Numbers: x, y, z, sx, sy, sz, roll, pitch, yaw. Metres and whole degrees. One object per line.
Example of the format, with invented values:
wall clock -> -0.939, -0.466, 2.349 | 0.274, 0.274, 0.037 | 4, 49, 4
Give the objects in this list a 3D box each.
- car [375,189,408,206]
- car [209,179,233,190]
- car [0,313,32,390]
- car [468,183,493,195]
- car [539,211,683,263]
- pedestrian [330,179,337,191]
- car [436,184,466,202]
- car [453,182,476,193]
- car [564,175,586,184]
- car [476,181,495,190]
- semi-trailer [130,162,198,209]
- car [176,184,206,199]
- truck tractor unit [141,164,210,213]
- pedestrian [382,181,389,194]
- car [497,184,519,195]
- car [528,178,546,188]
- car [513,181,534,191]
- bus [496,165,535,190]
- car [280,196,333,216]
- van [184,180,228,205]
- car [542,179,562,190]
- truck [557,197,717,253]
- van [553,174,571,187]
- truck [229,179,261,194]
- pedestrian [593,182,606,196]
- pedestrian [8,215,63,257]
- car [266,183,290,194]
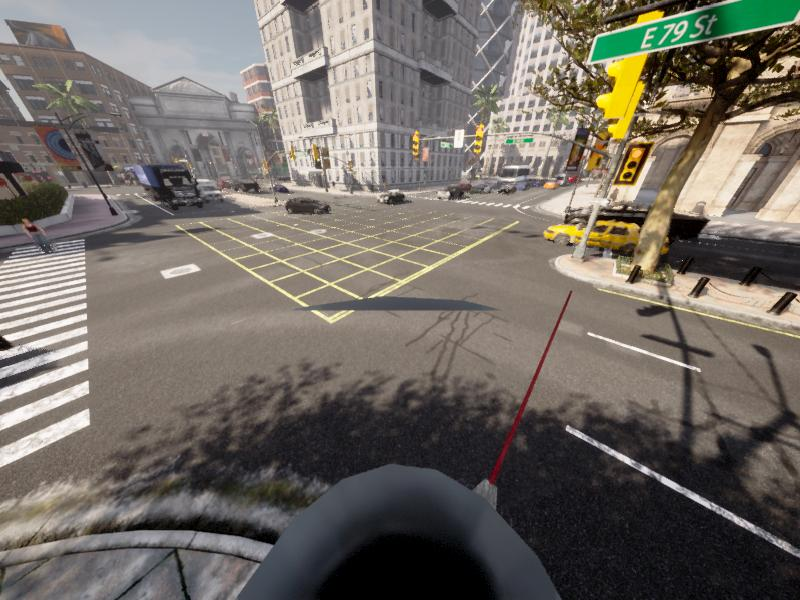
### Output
car -> -1.023, -12.615, 28.379 | 1.970, 1.475, 3.806 | 23, 37, 34
car -> -37.026, -23.845, 47.685 | 5.027, 1.651, 2.152 | 21, 36, 32
car -> -10.809, 1.690, 3.436 | 5.238, 1.638, 1.930 | -25, 38, -36
car -> 13.632, -18.692, 38.854 | 2.038, 1.542, 4.974 | 23, 37, 34
car -> 11.091, -3.647, 12.740 | 5.366, 1.575, 1.801 | 23, 37, 34
pedestrian -> -11.970, -20.749, 41.731 | 0.751, 1.860, 0.751 | -17, 34, -27
car -> 7.096, -14.929, 31.982 | 1.932, 1.855, 4.605 | 23, 37, 34
car -> 11.636, -20.187, 41.527 | 1.812, 1.442, 4.674 | 23, 37, 34
car -> 48.008, -33.196, 63.464 | 5.566, 2.045, 2.150 | -16, 33, -25
car -> 17.927, -23.881, 48.073 | 1.895, 1.301, 4.718 | 23, 37, 34
semi-trailer -> -30.159, -14.785, 29.198 | 14.254, 4.402, 2.717 | 23, 37, 34
car -> -31.406, -16.373, 34.736 | 4.856, 1.649, 2.033 | 23, 37, 34
truck tractor unit -> -24.114, -12.155, 24.828 | 6.516, 4.208, 3.053 | 22, 37, 34
pedestrian -> -2.289, -18.145, 37.221 | 0.751, 1.860, 0.751 | 13, 33, 22
car -> 18.256, -18.631, 38.979 | 1.895, 1.301, 4.718 | 23, 37, 34
car -> 30.644, -26.106, 51.601 | 2.152, 1.651, 5.027 | 23, 37, 34
car -> 24.236, -22.211, 45.082 | 2.033, 1.411, 5.357 | 23, 37, 34
bus -> 24.817, -26.438, 49.539 | 3.944, 4.253, 10.273 | 23, 37, 34
car -> -8.959, -9.150, 22.378 | 4.193, 1.474, 1.816 | 4, 31, 7
van -> -25.228, -14.111, 30.020 | 6.366, 2.431, 2.351 | 23, 37, 34
car -> 31.247, -23.807, 47.445 | 2.097, 1.767, 4.553 | 23, 37, 34
truck -> 14.015, -4.928, 14.444 | 6.274, 2.098, 2.390 | 23, 37, 34
van -> 37.843, -28.030, 54.008 | 1.988, 2.561, 5.915 | 23, 37, 34
truck -> -27.347, -20.099, 40.718 | 6.274, 2.098, 2.390 | 23, 37, 34
pedestrian -> 30.230, -16.892, 35.050 | 0.751, 1.860, 0.751 | -18, 35, -29
pedestrian -> -18.467, -3.271, 11.763 | 0.751, 1.860, 0.751 | 20, 36, 31
car -> -21.373, -19.551, 40.501 | 4.181, 1.385, 1.994 | 23, 37, 34
